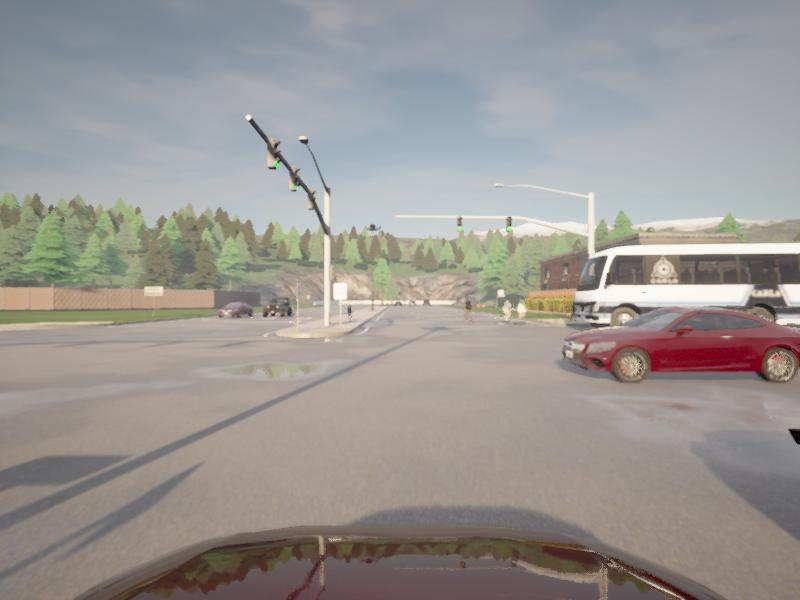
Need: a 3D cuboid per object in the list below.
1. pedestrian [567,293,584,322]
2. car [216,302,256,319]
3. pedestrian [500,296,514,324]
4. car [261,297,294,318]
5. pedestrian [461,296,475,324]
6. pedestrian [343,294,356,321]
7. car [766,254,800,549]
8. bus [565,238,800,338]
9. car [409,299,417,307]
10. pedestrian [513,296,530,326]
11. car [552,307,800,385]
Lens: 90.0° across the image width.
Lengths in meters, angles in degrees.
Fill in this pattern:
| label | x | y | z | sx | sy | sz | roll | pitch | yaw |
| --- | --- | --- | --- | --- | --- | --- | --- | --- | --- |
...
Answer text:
| label | x | y | z | sx | sy | sz | roll | pitch | yaw |
| --- | --- | --- | --- | --- | --- | --- | --- | --- | --- |
| pedestrian | 11.549 | 0.470 | 26.345 | 0.751 | 1.860 | 0.751 | 0 | 0 | 2 |
| car | -15.140 | 0.892 | 37.161 | 1.812 | 1.442 | 4.674 | 0 | 0 | 0 |
| pedestrian | 7.277 | 0.660 | 27.274 | 0.751 | 1.860 | 0.751 | 0 | 0 | -2 |
| car | -11.644 | 0.669 | 38.260 | 1.905 | 1.878 | 3.866 | 0 | 0 | 0 |
| pedestrian | 4.479 | 0.652 | 26.456 | 0.751 | 1.860 | 0.751 | 0 | 0 | -5 |
| pedestrian | -3.424 | 0.501 | 27.103 | 0.751 | 1.860 | 0.751 | 0 | 0 | -21 |
| car | 3.500 | 0.647 | 0.846 | 1.905 | 1.878 | 3.866 | 0 | 0 | 0 |
| bus | 13.957 | -0.523 | 19.404 | 10.273 | 4.253 | 3.944 | 0 | 0 | 6 |
| car | 3.149 | 0.711 | 99.198 | 1.932 | 1.855 | 4.605 | 0 | 0 | 2 |
| pedestrian | 7.658 | 0.652 | 25.207 | 0.751 | 1.860 | 0.751 | 0 | 0 | -9 |
| car | 5.881 | 0.874 | 8.415 | 4.674 | 1.442 | 1.812 | 0 | 0 | -1 |
